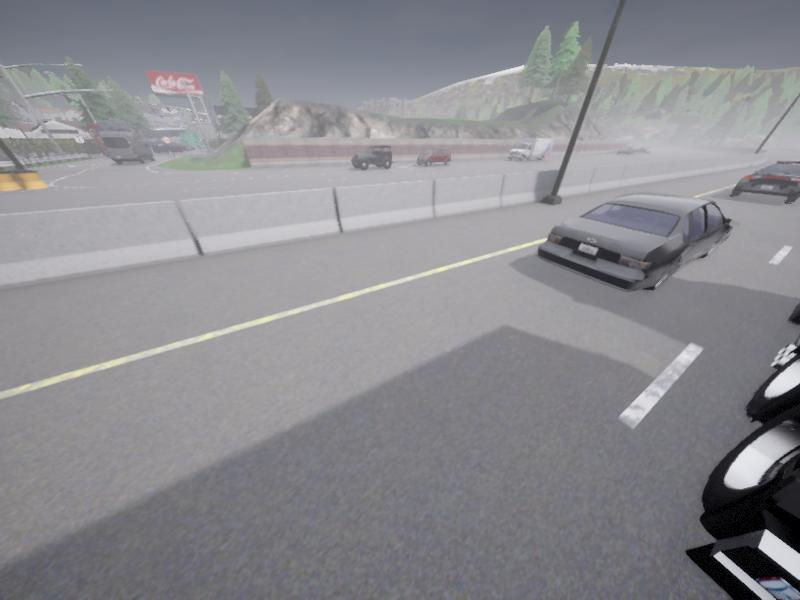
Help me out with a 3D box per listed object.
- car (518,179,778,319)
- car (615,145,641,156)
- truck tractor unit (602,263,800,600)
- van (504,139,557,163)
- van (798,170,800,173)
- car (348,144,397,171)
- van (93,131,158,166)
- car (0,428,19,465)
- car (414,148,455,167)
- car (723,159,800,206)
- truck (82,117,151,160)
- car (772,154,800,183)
[{"bbox_3d":[5.429,-1.547,5.062,5.357,1.411,2.033,-18,39,-24],"label":"car"},{"bbox_3d":[42.682,-27.976,43.272,5.008,1.535,1.882,-22,41,-28],"label":"car"},{"bbox_3d":[5.112,-0.299,0.785,6.516,4.208,3.053,-18,39,-24],"label":"truck tractor unit"},{"bbox_3d":[17.071,-19.597,30.214,6.366,2.431,2.351,-18,39,-24],"label":"van"},{"bbox_3d":[39.582,-13.118,21.003,5.915,2.561,1.988,-18,39,-25],"label":"van"},{"bbox_3d":[-2.430,-13.041,21.078,3.866,1.878,1.905,-18,39,-24],"label":"car"},{"bbox_3d":[-26.293,-14.822,22.514,1.988,2.561,5.915,-18,39,-25],"label":"van"},{"bbox_3d":[-4.842,1.800,0.179,4.181,1.385,1.994,-18,39,-24],"label":"car"},{"bbox_3d":[3.577,-14.853,24.036,3.705,1.549,1.789,-18,39,-24],"label":"car"},{"bbox_3d":[18.740,-5.933,11.363,4.974,1.542,2.038,-18,39,-25],"label":"car"},{"bbox_3d":[-34.491,-19.501,28.083,8.468,3.827,2.891,23,41,30],"label":"truck"},{"bbox_3d":[29.221,-9.334,16.357,4.974,1.542,2.038,-18,39,-24],"label":"car"}]
